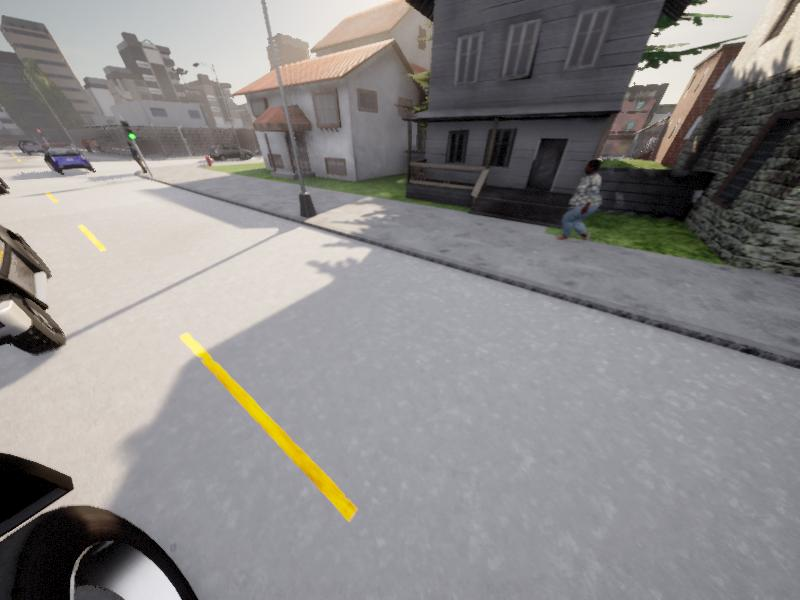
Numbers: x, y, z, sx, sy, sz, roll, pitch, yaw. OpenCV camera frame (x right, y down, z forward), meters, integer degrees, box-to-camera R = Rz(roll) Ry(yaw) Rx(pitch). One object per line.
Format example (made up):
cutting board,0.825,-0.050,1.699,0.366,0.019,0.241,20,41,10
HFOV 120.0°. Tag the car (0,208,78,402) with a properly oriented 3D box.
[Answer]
car,-6.211,-0.314,2.676,4.605,1.855,1.932,24,41,29

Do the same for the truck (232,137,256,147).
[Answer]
truck,-41.311,-42.070,61.381,2.069,2.038,4.478,22,41,28

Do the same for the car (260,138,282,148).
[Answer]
car,-30.438,-37.093,54.545,1.905,1.878,3.866,22,41,28

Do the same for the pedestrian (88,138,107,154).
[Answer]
pedestrian,-41.677,-21.201,31.818,0.751,1.860,0.751,22,41,28

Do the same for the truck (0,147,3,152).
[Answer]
truck,-68.230,-25.477,37.687,6.274,2.098,2.390,26,42,31

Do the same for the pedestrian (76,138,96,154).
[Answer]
pedestrian,-43.549,-21.385,32.064,0.751,1.860,0.751,18,39,23

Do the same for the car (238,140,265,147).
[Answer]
car,-38.164,-40.416,59.600,2.033,1.415,5.357,22,41,28

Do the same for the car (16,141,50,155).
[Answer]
car,-51.190,-21.178,32.218,3.633,1.501,1.845,22,41,28

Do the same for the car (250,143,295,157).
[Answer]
car,-17.854,-21.198,32.530,2.128,1.511,4.902,22,41,28

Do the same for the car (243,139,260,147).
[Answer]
car,-38.070,-40.324,59.346,3.705,1.547,1.789,22,41,28

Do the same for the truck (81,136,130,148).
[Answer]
truck,-66.234,-35.597,52.060,2.390,2.098,6.274,22,41,28

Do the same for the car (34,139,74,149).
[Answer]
car,-69.952,-31.632,46.832,1.851,1.617,3.988,2,35,3

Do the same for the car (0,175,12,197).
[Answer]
car,-19.548,-5.639,10.116,3.866,1.878,1.905,22,41,28

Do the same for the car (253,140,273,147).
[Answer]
car,-34.096,-39.098,57.656,1.845,1.501,3.633,22,41,28

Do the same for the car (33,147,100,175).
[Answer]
car,-24.764,-10.400,17.143,4.514,1.525,2.007,22,41,28

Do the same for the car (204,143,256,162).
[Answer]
car,-18.776,-16.492,25.763,1.851,1.617,3.988,22,41,28

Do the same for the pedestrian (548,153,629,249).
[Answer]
pedestrian,4.212,-2.247,5.295,0.751,1.860,0.751,23,41,28

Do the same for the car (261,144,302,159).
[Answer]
car,-15.215,-19.251,29.914,1.994,1.385,4.181,21,40,27

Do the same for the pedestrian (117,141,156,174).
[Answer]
pedestrian,-17.660,-9.591,15.541,0.751,1.860,0.751,4,35,5
